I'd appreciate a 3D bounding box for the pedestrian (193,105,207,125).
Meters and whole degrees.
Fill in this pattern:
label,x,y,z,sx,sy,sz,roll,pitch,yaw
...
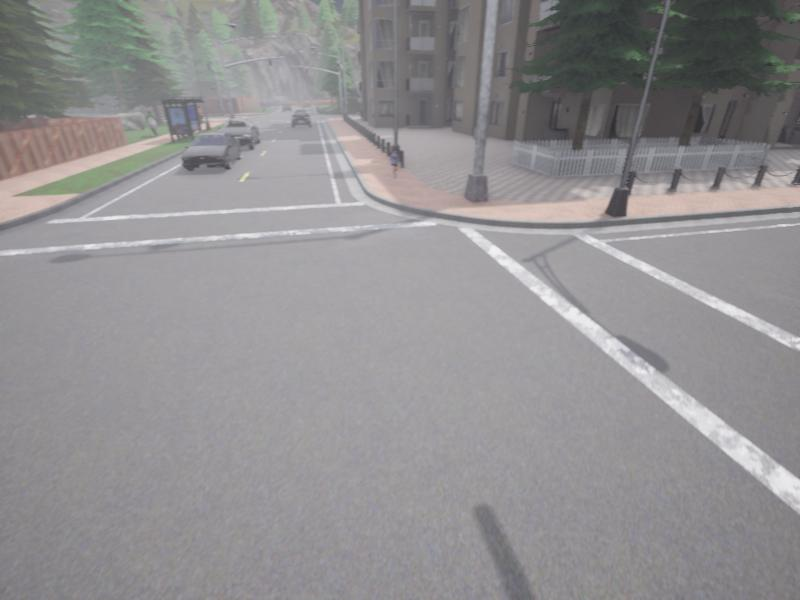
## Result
label,x,y,z,sx,sy,sz,roll,pitch,yaw
pedestrian,-20.425,-18.900,40.857,0.751,1.860,0.751,-7,28,-12

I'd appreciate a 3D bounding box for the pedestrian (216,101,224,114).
label,x,y,z,sx,sy,sz,roll,pitch,yaw
pedestrian,-28.026,-30.015,62.397,0.751,1.860,0.751,-6,28,-12

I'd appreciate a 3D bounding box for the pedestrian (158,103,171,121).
label,x,y,z,sx,sy,sz,roll,pitch,yaw
pedestrian,-28.013,-22.431,47.690,0.751,1.860,0.751,-5,28,-10

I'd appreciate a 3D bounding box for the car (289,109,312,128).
label,x,y,z,sx,sy,sz,roll,pitch,yaw
car,-10.166,-18.740,41.260,2.038,1.542,4.974,-5,28,-10

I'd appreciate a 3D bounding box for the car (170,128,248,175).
label,x,y,z,sx,sy,sz,roll,pitch,yaw
car,-8.771,-7.154,18.956,2.033,1.411,5.357,-5,28,-10

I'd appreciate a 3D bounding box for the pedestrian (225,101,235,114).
label,x,y,z,sx,sy,sz,roll,pitch,yaw
pedestrian,-26.402,-29.895,62.162,0.751,1.860,0.751,21,34,34

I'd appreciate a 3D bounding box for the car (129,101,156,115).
label,x,y,z,sx,sy,sz,roll,pitch,yaw
car,-40.538,-30.292,63.031,1.932,1.855,4.605,-6,28,-11

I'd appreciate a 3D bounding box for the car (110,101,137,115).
label,x,y,z,sx,sy,sz,roll,pitch,yaw
car,-42.909,-29.864,62.213,1.905,1.878,3.866,-6,28,-11

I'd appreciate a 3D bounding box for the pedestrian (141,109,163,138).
label,x,y,z,sx,sy,sz,roll,pitch,yaw
pedestrian,-17.881,-12.730,28.894,0.751,1.860,0.751,-4,28,-7

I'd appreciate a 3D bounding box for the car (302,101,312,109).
label,x,y,z,sx,sy,sz,roll,pitch,yaw
car,-22.082,-46.351,94.890,2.128,1.511,4.902,-5,28,-10

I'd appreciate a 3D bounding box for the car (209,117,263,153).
label,x,y,z,sx,sy,sz,roll,pitch,yaw
car,-10.179,-10.525,25.242,2.152,1.651,5.027,-5,28,-10

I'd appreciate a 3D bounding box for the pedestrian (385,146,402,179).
label,x,y,z,sx,sy,sz,roll,pitch,yaw
pedestrian,-0.236,-5.135,14.952,0.500,1.100,0.500,-7,28,-13
